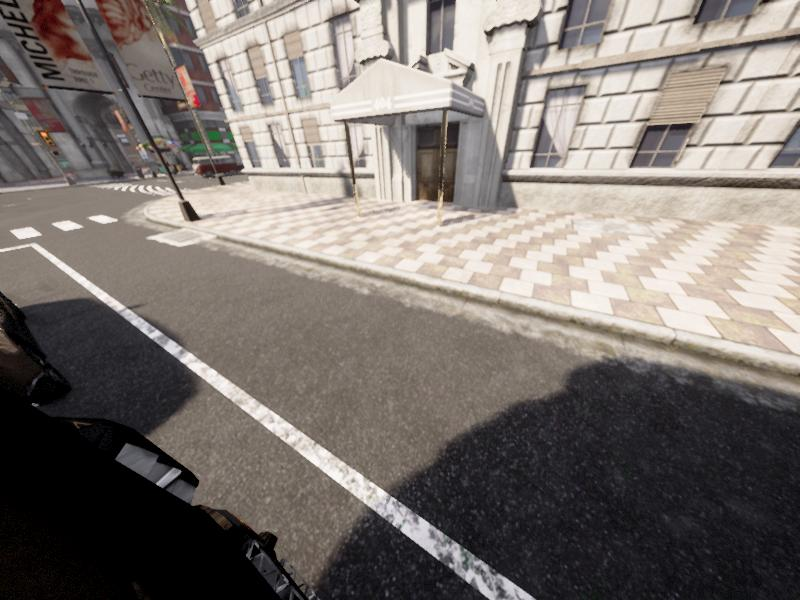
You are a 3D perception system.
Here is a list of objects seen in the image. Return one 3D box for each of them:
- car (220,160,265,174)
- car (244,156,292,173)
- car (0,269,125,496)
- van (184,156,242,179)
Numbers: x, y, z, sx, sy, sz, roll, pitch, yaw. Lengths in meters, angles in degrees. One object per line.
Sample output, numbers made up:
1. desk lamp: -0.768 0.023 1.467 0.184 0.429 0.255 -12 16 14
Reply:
1. car: -21.809 -18.589 32.166 1.895 1.301 4.718 17 38 26
2. car: -17.933 -18.703 31.749 1.930 1.638 5.238 16 38 26
3. car: -5.465 0.482 2.208 4.902 1.511 2.128 16 38 25
4. van: -21.436 -15.381 26.706 1.775 1.987 4.442 16 38 26
